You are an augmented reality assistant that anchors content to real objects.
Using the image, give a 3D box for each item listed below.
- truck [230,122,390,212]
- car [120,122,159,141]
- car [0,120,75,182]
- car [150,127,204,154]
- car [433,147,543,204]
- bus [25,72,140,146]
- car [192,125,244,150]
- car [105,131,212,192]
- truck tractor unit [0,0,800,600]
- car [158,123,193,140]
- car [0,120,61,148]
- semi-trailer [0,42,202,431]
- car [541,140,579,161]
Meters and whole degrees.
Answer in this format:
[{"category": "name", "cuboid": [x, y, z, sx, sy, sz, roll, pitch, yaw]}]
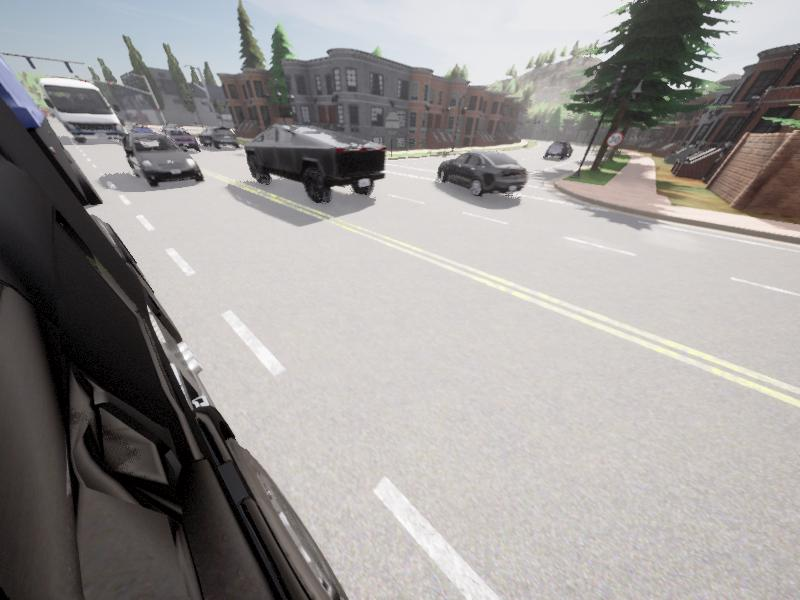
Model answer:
[{"category": "truck", "cuboid": [-3.515, -5.356, 8.831, 6.274, 2.098, 2.390, 28, 44, 30]}, {"category": "car", "cuboid": [-28.290, -18.309, 25.101, 4.193, 1.474, 1.816, 28, 44, 30]}, {"category": "car", "cuboid": [-15.915, -6.334, 9.677, 4.605, 1.855, 1.932, 26, 43, 31]}, {"category": "car", "cuboid": [-17.463, -12.536, 18.068, 4.193, 1.474, 1.816, 28, 44, 30]}, {"category": "car", "cuboid": [3.469, -5.793, 10.354, 1.837, 1.490, 4.892, -12, 39, -16]}, {"category": "bus", "cuboid": [-28.766, -17.058, 21.084, 10.273, 4.253, 3.944, 28, 44, 30]}, {"category": "car", "cuboid": [-16.722, -14.947, 21.201, 4.856, 1.649, 2.033, 27, 43, 31]}, {"category": "car", "cuboid": [-9.794, -5.762, 9.390, 3.988, 1.617, 1.851, 28, 44, 30]}, {"category": "truck tractor unit", "cuboid": [-2.645, -0.295, 0.351, 6.516, 4.208, 3.053, 28, 44, 30]}, {"category": "car", "cuboid": [-27.442, -20.595, 28.208, 4.193, 1.474, 1.816, 28, 44, 30]}, {"category": "car", "cuboid": [-27.504, -12.438, 17.260, 3.633, 1.501, 1.845, 28, 44, 30]}, {"category": "semi-trailer", "cuboid": [-8.702, -3.604, 4.222, 14.254, 4.402, 2.717, 28, 44, 30]}, {"category": "car", "cuboid": [17.774, -16.679, 25.620, 2.033, 1.649, 4.856, 29, 44, 31]}]
